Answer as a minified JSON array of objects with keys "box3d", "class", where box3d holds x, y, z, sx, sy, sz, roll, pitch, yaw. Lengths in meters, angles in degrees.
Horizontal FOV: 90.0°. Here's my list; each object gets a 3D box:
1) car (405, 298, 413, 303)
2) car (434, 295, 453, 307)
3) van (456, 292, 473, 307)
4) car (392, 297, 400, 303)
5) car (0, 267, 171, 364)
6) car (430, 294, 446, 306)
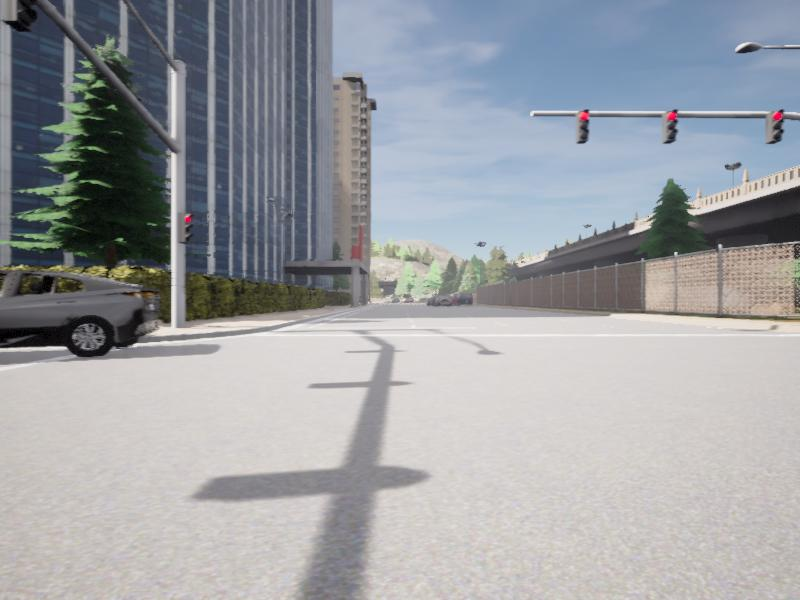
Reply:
[{"box3d":[2.482,0.159,107.908,2.163,1.488,4.792,0,0,0],"class":"car"},{"box3d":[5.865,0.168,54.272,2.038,1.542,4.974,0,0,0],"class":"car"},{"box3d":[9.373,-0.060,58.295,1.775,1.987,4.442,0,0,0],"class":"van"},{"box3d":[-1.019,0.100,107.896,2.038,1.542,4.974,0,0,0],"class":"car"},{"box3d":[-6.851,0.239,7.115,4.514,1.525,2.007,0,0,-19],"class":"car"},{"box3d":[5.882,0.031,62.179,2.097,1.767,4.553,0,0,0],"class":"car"}]
